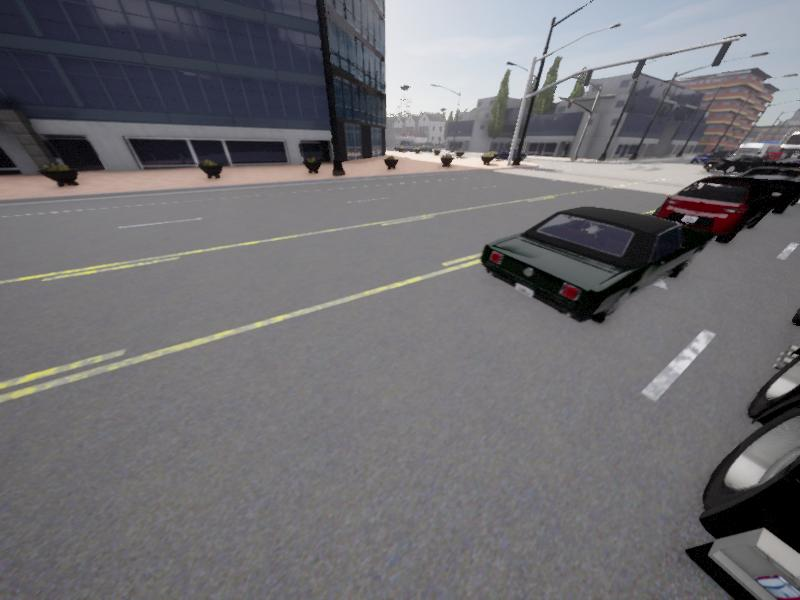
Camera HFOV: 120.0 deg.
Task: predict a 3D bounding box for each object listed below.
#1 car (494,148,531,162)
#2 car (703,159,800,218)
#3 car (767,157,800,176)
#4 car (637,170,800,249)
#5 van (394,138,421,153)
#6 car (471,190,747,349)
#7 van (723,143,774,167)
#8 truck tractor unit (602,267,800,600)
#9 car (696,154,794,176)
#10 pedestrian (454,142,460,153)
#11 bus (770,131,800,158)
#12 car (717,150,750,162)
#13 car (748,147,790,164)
[{"bbox_3d":[15.668,-20.390,32.359,1.816,1.474,4.193,-17,38,-24],"label":"car"},{"bbox_3d":[15.737,-4.914,9.828,5.238,1.638,1.930,-18,39,-24],"label":"car"},{"bbox_3d":[38.423,-12.690,21.941,4.181,1.385,1.994,-6,35,-10],"label":"car"},{"bbox_3d":[9.748,-2.955,7.061,4.193,1.474,1.816,-18,39,-24],"label":"car"},{"bbox_3d":[1.561,-34.101,50.973,5.915,2.561,1.988,26,40,31],"label":"van"},{"bbox_3d":[3.886,-1.005,4.351,4.718,1.301,1.895,-18,39,-24],"label":"car"},{"bbox_3d":[46.533,-19.412,30.875,5.915,2.561,1.988,-17,39,-24],"label":"van"},{"bbox_3d":[5.115,-0.296,0.778,6.516,4.208,3.053,-18,39,-24],"label":"truck tractor unit"},{"bbox_3d":[31.757,-12.603,21.462,5.008,1.535,1.882,6,35,6],"label":"car"},{"bbox_3d":[12.381,-33.127,50.193,0.751,1.860,0.751,-21,40,-29],"label":"pedestrian"},{"bbox_3d":[79.327,-30.695,45.594,10.273,4.253,3.944,-18,39,-24],"label":"bus"},{"bbox_3d":[56.566,-24.502,39.209,5.008,1.535,1.882,-18,39,-24],"label":"car"},{"bbox_3d":[58.562,-23.046,36.686,5.566,2.045,2.150,-18,39,-24],"label":"car"}]
